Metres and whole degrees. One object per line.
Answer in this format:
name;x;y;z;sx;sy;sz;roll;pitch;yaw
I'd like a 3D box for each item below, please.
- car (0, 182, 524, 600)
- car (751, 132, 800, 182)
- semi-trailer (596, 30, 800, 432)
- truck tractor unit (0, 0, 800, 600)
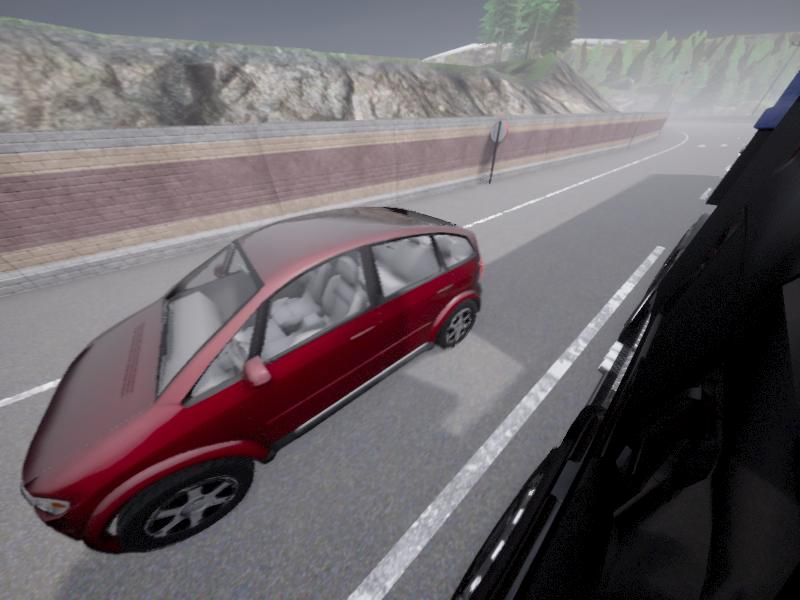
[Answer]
car;-0.821;0.077;2.306;3.705;1.549;1.789;-27;43;-28
car;16.404;-5.873;9.328;4.718;1.301;1.895;-27;43;-28
semi-trailer;8.786;-3.553;4.127;14.254;4.402;2.717;-27;43;-29
truck tractor unit;2.645;-0.295;0.351;6.516;4.208;3.053;-28;44;-30
